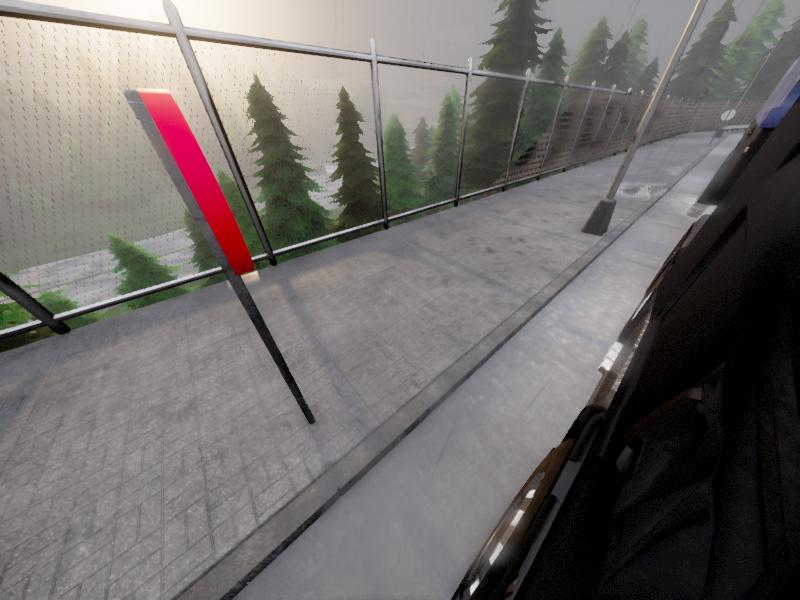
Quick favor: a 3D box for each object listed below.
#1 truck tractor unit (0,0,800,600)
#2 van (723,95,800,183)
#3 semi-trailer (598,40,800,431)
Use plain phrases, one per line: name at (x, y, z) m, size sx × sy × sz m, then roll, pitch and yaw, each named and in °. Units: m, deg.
truck tractor unit at (2.645, -0.295, 0.352) m, size 6.516 × 4.208 × 3.053 m, roll -28°, pitch 44°, yaw -30°
van at (16.354, -6.922, 9.758) m, size 5.915 × 2.561 × 1.988 m, roll -28°, pitch 44°, yaw -30°
semi-trailer at (8.698, -3.606, 4.227) m, size 14.254 × 4.402 × 2.717 m, roll -28°, pitch 44°, yaw -30°
